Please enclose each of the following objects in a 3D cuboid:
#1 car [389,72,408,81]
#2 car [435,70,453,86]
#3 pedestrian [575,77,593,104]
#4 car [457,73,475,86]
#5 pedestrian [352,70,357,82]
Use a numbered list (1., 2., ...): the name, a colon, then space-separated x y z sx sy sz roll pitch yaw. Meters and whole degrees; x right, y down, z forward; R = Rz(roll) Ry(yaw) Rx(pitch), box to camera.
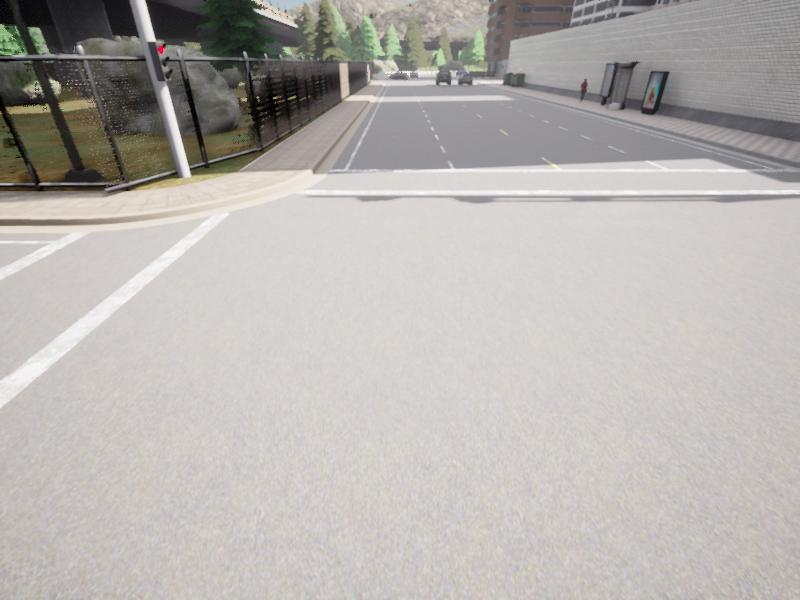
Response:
1. car: -0.287 -45.520 81.538 3.705 1.549 1.789 0 31 0
2. car: 6.958 -35.531 64.033 2.150 2.045 5.566 0 31 0
3. pedestrian: 14.736 -16.808 32.145 0.751 1.860 0.751 2 31 3
4. car: 10.458 -35.322 64.072 2.033 1.649 4.856 0 31 0
5. pedestrian: -8.103 -39.868 71.339 0.751 1.860 0.751 -1 31 -2
